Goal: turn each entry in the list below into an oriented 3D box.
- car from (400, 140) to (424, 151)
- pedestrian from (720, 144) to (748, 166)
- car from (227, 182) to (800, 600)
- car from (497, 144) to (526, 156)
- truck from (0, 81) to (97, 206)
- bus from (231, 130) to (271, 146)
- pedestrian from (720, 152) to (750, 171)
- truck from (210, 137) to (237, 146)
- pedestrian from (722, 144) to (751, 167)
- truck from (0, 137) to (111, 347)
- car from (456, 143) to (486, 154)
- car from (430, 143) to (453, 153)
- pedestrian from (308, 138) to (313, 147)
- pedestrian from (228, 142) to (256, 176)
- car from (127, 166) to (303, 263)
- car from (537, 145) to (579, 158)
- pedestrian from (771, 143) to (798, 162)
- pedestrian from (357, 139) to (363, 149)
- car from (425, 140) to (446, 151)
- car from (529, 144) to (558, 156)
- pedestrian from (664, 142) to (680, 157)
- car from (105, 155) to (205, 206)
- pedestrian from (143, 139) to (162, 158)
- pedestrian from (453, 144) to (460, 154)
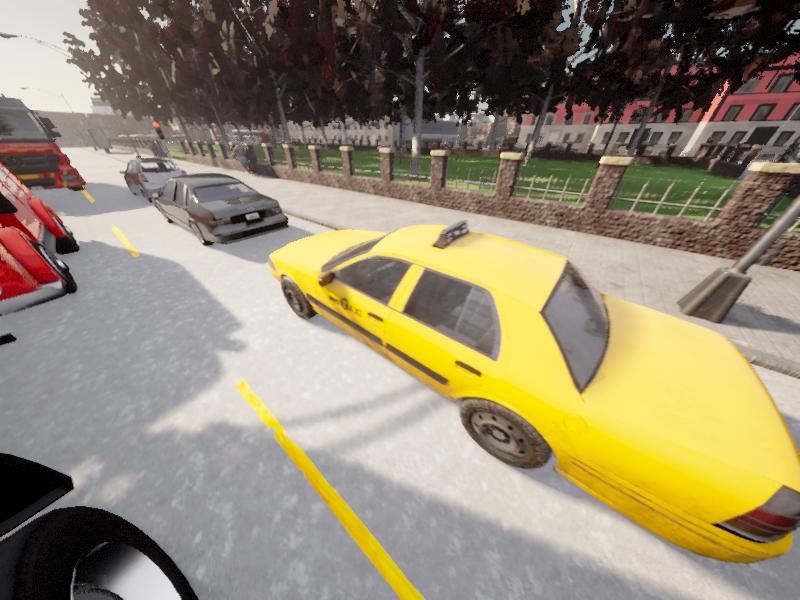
[{"bbox_3d":[2.501,-32.466,48.520,4.605,1.855,1.932,25,42,30],"label":"car"},{"bbox_3d":[33.364,-14.499,23.069,0.751,1.860,0.751,-24,42,-30],"label":"pedestrian"},{"bbox_3d":[0.293,-0.172,2.798,5.366,1.575,1.801,25,42,31],"label":"car"},{"bbox_3d":[18.533,-25.008,38.358,3.705,1.549,1.789,25,42,30],"label":"car"},{"bbox_3d":[-18.488,-7.090,10.494,8.468,3.827,2.891,20,40,26],"label":"truck"},{"bbox_3d":[-49.303,-54.147,77.143,10.273,4.253,3.944,-14,38,-20],"label":"bus"},{"bbox_3d":[28.203,-11.670,19.476,0.751,1.300,0.751,25,42,31],"label":"pedestrian"},{"bbox_3d":[-57.388,-51.704,75.284,2.390,2.098,6.274,25,42,30],"label":"truck"},{"bbox_3d":[32.947,-14.216,22.662,0.751,1.860,0.751,-21,41,-28],"label":"pedestrian"},{"bbox_3d":[-7.492,-1.246,3.431,5.204,2.467,2.627,26,42,29],"label":"truck"},{"bbox_3d":[12.879,-27.580,41.982,4.514,1.525,2.007,25,42,30],"label":"car"},{"bbox_3d":[7.985,-29.794,45.126,3.806,1.475,1.970,25,42,30],"label":"car"},{"bbox_3d":[-23.941,-42.145,61.810,0.751,1.860,0.751,26,42,32],"label":"pedestrian"},{"bbox_3d":[-10.228,-9.159,15.010,0.751,1.860,0.751,25,42,30],"label":"pedestrian"},{"bbox_3d":[-5.411,-2.796,6.635,5.357,1.411,2.033,24,41,30],"label":"car"},{"bbox_3d":[23.824,-22.565,34.989,4.892,1.490,1.837,24,41,30],"label":"car"},{"bbox_3d":[47.175,-18.121,28.368,0.751,1.860,0.751,21,40,27],"label":"pedestrian"},{"bbox_3d":[-8.779,-34.210,50.676,0.751,1.860,0.751,25,42,30],"label":"pedestrian"},{"bbox_3d":[7.479,-33.121,49.494,3.866,1.878,1.905,25,42,30],"label":"car"},{"bbox_3d":[24.118,-25.366,38.946,3.633,1.501,1.845,25,42,30],"label":"car"},{"bbox_3d":[39.976,-22.071,33.913,0.751,1.860,0.751,-29,45,-35],"label":"pedestrian"},{"bbox_3d":[-10.617,-5.312,10.043,3.633,1.501,1.845,23,41,29],"label":"car"},{"bbox_3d":[-28.828,-17.674,26.933,0.751,1.860,0.751,25,42,30],"label":"pedestrian"},{"bbox_3d":[9.588,-25.581,39.076,0.751,1.300,0.751,25,42,30],"label":"pedestrian"}]
